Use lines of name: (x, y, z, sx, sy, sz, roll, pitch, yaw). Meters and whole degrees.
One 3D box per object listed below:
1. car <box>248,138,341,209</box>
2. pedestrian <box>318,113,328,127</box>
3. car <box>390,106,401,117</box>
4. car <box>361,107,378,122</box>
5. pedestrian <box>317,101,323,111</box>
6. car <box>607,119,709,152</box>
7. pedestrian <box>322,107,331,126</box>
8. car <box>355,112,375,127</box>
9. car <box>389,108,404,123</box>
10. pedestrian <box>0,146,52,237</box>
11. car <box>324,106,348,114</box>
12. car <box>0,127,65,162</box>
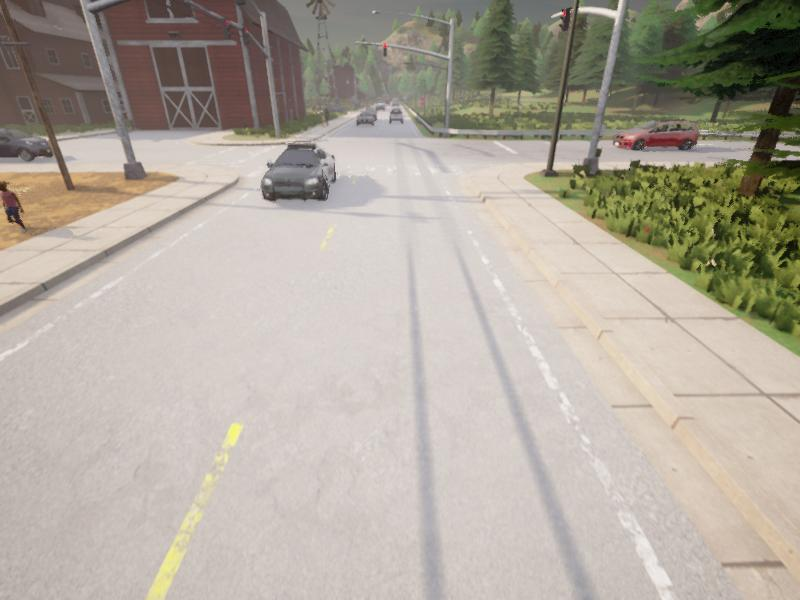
car: (-3.407, -4.593, 14.008, 2.038, 1.542, 4.974, -1, 27, -2)
pedestrian: (-7.963, -18.589, 41.306, 0.751, 1.300, 0.751, -1, 27, -2)
car: (-0.694, -32.056, 67.920, 1.812, 1.442, 4.674, 0, 27, -1)
car: (-4.025, -24.891, 53.665, 1.930, 1.638, 5.238, 0, 27, -1)
pedestrian: (-16.704, -40.617, 83.872, 0.751, 1.860, 0.751, 14, 30, 25)
car: (15.851, -10.236, 24.825, 4.611, 1.667, 2.242, -1, 27, -1)
pedestrian: (-7.788, -19.535, 42.543, 0.751, 1.860, 0.751, -5, 28, -10)
car: (-3.931, -20.734, 45.817, 1.994, 1.385, 4.181, 0, 27, -1)
car: (-0.492, -23.583, 51.135, 1.851, 1.617, 3.988, 0, 27, -1)
pedestrian: (-8.871, -2.438, 9.011, 0.751, 1.860, 0.751, 3, 27, 6)
car: (-12.288, -36.710, 77.139, 4.181, 1.385, 1.994, -1, 27, -2)
car: (-20.237, -8.094, 20.820, 3.633, 1.501, 1.845, -1, 27, -1)
